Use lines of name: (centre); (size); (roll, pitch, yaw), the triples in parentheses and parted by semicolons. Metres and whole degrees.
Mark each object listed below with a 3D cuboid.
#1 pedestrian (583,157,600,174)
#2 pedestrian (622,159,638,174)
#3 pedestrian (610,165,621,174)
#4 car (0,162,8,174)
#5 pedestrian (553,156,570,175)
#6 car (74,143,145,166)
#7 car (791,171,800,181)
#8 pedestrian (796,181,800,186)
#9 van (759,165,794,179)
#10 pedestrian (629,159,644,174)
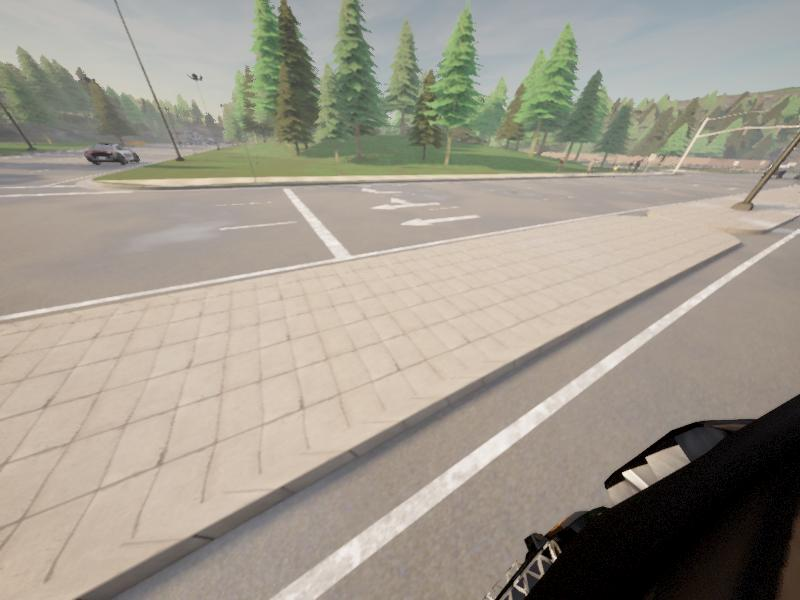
pedestrian: (24.536, -17.194, 29.591); (0.751, 1.860, 0.751); (-15, 37, -24)
pedestrian: (33.663, -19.559, 33.788); (0.751, 1.860, 0.751); (-11, 36, -20)
pedestrian: (29.528, -17.880, 31.658); (0.500, 1.100, 0.500); (-16, 38, -26)
car: (-23.331, -6.928, 11.366); (2.033, 1.649, 4.856); (-17, 39, -26)
pedestrian: (19.005, -15.892, 27.246); (0.751, 1.860, 0.751); (-13, 37, -23)
car: (-24.912, -12.755, 20.146); (2.038, 1.542, 4.974); (-14, 37, -23)
car: (69.110, -21.022, 39.185); (4.181, 1.385, 1.994); (-14, 37, -24)
pedestrian: (46.470, -13.913, 26.152); (0.751, 1.860, 0.751); (-12, 36, -20)
van: (68.100, -23.203, 41.828); (4.480, 2.038, 2.069); (-14, 37, -24)
pedestrian: (35.439, -20.011, 34.592); (0.751, 1.860, 0.751); (-18, 39, -28)
